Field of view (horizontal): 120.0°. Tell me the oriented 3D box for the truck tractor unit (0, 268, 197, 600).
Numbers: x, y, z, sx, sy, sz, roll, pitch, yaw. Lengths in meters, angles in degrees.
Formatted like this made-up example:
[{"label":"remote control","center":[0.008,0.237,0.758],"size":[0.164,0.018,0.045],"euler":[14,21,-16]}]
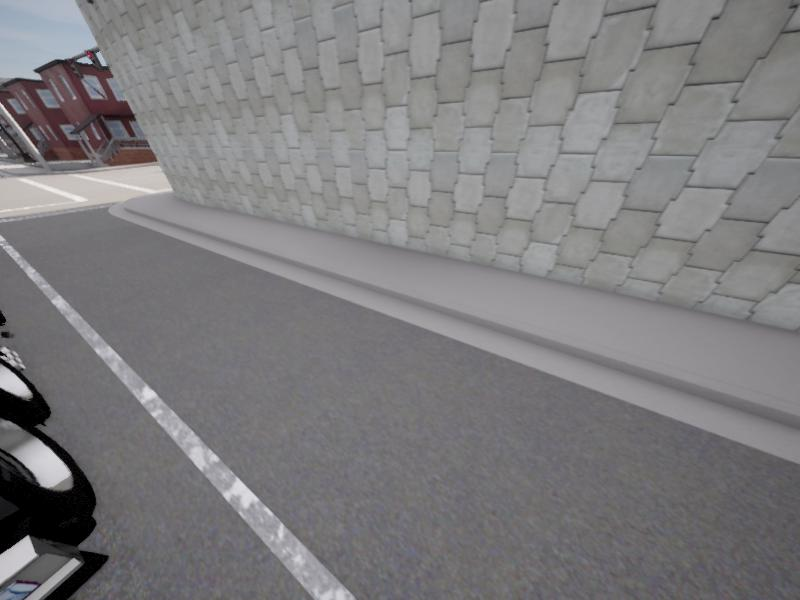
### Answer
[{"label":"truck tractor unit","center":[-5.116,-0.295,0.778],"size":[6.516,4.208,3.053],"euler":[18,39,24]}]
